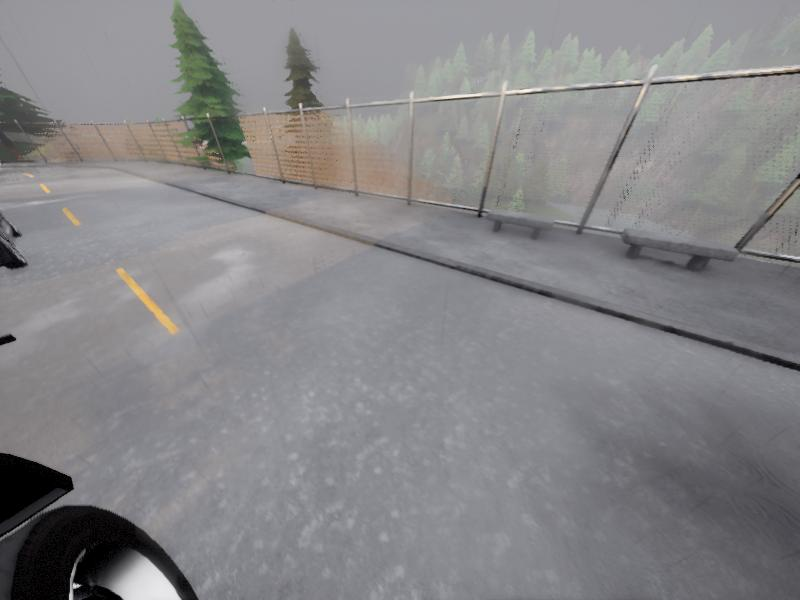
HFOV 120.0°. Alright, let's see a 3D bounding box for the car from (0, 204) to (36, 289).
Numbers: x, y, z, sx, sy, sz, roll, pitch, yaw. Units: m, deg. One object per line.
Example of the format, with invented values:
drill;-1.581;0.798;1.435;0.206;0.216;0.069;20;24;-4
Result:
car;-9.595;-1.471;4.500;5.238;1.638;1.930;22;41;28
